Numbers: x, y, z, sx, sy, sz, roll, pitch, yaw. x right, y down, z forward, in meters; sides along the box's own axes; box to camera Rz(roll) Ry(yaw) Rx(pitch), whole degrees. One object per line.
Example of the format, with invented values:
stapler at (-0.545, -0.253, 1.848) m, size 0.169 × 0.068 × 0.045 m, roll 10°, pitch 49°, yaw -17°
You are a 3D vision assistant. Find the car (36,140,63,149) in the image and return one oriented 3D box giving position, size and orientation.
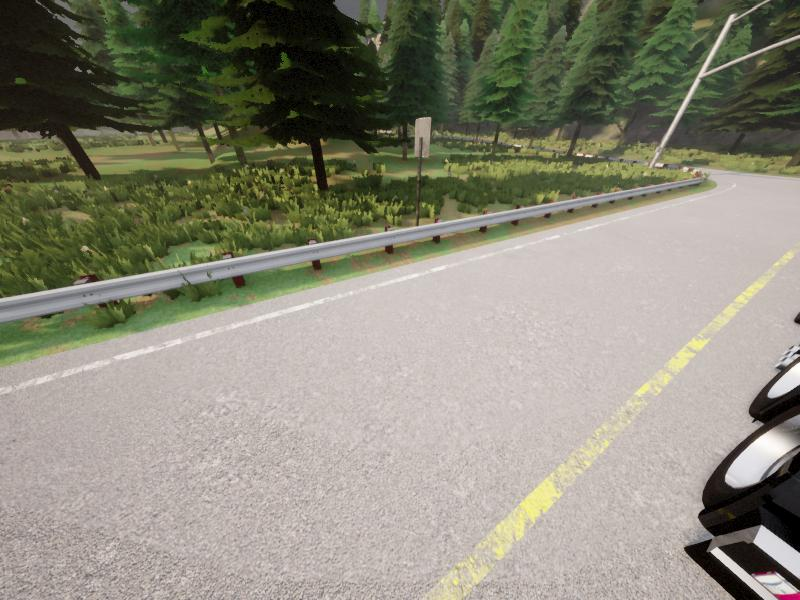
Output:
car at (-87.371, -38.856, 57.603) m, size 3.866 × 1.878 × 1.905 m, roll 9°, pitch 36°, yaw 13°

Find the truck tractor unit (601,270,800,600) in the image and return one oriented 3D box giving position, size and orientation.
truck tractor unit at (5.120, -0.291, 0.767) m, size 6.516 × 4.208 × 3.053 m, roll -18°, pitch 39°, yaw -24°
